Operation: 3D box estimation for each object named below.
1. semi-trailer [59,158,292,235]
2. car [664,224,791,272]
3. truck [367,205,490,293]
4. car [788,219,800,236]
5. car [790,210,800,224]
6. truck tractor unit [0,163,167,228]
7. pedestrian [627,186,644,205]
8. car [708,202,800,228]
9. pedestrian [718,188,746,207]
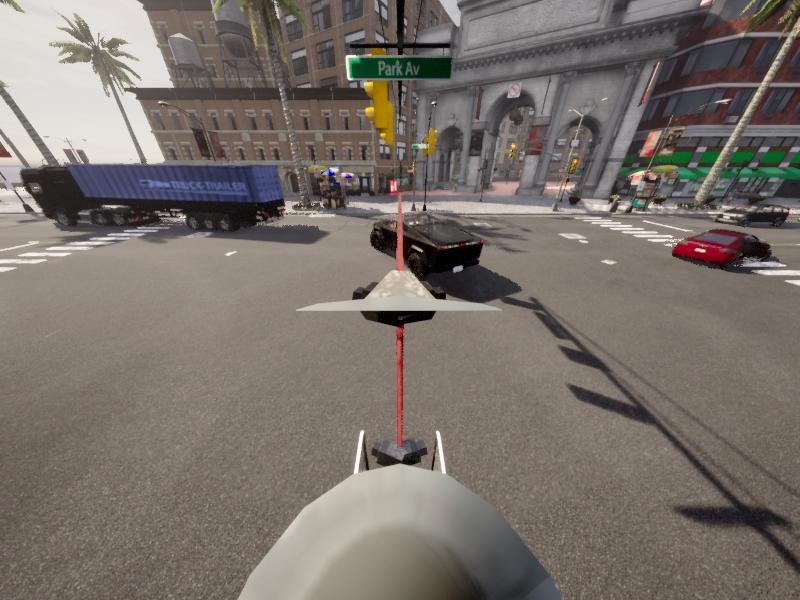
[{"bbox_3d":[-15.591,-7.551,16.654,14.254,4.402,2.717,5,30,9],"label":"semi-trailer"},{"bbox_3d":[15.784,-2.658,11.240,4.181,1.385,1.994,-10,31,-17],"label":"car"},{"bbox_3d":[0.753,-2.833,10.813,2.390,2.098,6.274,-14,33,-23],"label":"truck"},{"bbox_3d":[29.526,-4.821,14.774,5.366,1.575,1.801,0,30,1],"label":"car"},{"bbox_3d":[34.464,-6.633,17.701,4.553,1.767,2.097,0,30,1],"label":"car"},{"bbox_3d":[-23.416,-7.997,17.626,6.516,4.208,3.053,1,30,1],"label":"truck tractor unit"},{"bbox_3d":[27.250,-12.088,26.730,0.751,1.860,0.751,21,36,32],"label":"pedestrian"},{"bbox_3d":[27.255,-6.583,17.859,3.705,1.549,1.789,1,30,0],"label":"car"},{"bbox_3d":[36.003,-11.139,25.086,0.751,1.860,0.751,0,30,1],"label":"pedestrian"}]
